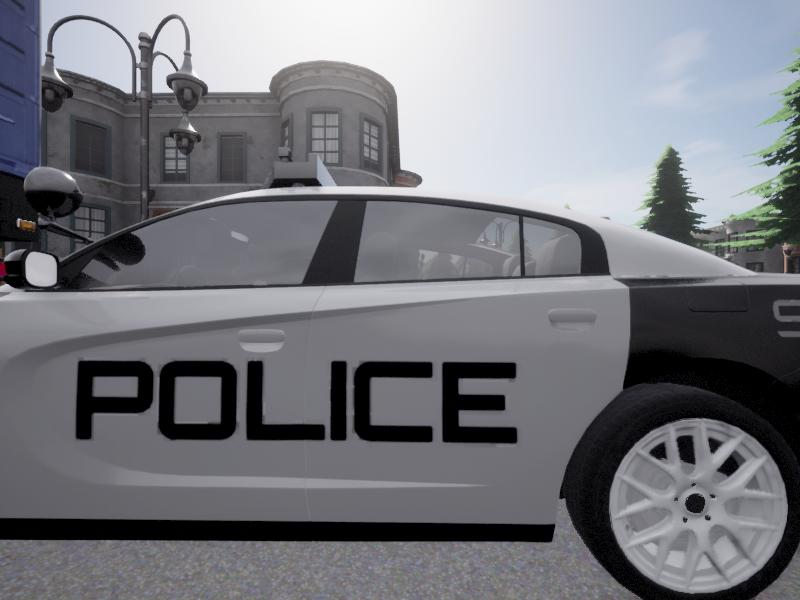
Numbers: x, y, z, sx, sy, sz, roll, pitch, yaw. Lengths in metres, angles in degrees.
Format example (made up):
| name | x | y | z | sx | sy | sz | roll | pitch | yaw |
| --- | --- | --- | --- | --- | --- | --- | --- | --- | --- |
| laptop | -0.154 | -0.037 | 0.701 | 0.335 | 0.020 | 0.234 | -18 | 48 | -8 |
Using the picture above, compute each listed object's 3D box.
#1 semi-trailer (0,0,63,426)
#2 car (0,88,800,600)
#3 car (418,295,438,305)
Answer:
| name | x | y | z | sx | sy | sz | roll | pitch | yaw |
| --- | --- | --- | --- | --- | --- | --- | --- | --- | --- |
| semi-trailer | -10.205 | -1.218 | 2.399 | 14.254 | 4.402 | 2.717 | 0 | 0 | 1 |
| car | -0.596 | 0.179 | 2.207 | 5.238 | 1.638 | 1.930 | 0 | 0 | 1 |
| car | 5.874 | -0.067 | 85.404 | 2.150 | 2.045 | 5.566 | 0 | 0 | -21 |
